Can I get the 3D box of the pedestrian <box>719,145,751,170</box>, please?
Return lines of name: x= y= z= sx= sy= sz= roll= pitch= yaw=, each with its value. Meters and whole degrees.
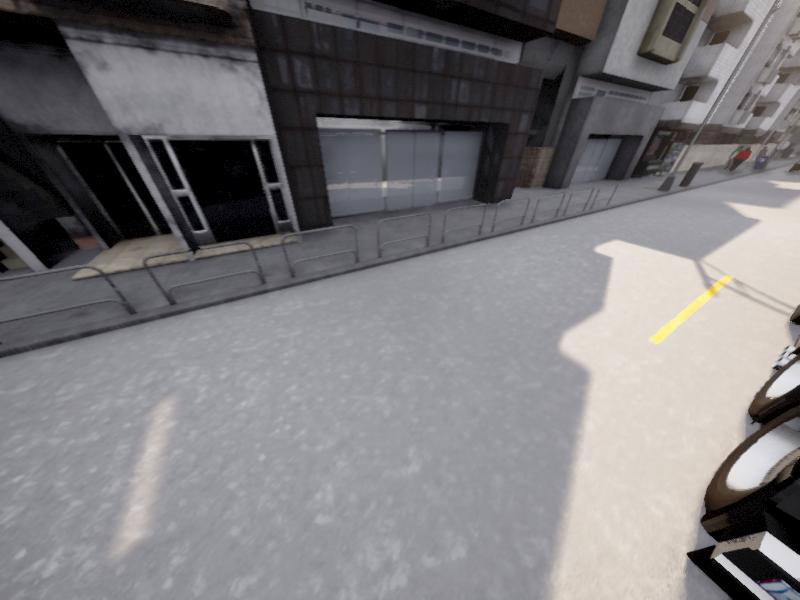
pedestrian: x=30.748 y=-13.081 z=21.227 sx=0.751 sy=1.860 sz=0.751 roll=-14 pitch=37 yaw=-20

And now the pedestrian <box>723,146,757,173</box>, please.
pedestrian: x=27.987 y=-11.586 z=19.053 sx=0.751 sy=1.860 sz=0.751 roll=-21 pitch=40 yaw=-28

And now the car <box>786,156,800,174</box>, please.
car: x=37.169 y=-12.163 z=20.682 sx=4.718 sy=1.301 sz=1.895 roll=-18 pitch=39 yaw=-24

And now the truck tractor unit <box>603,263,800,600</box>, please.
truck tractor unit: x=5.109 y=-0.301 z=0.793 sx=6.516 sy=4.208 sz=3.053 roll=-18 pitch=39 yaw=-24
